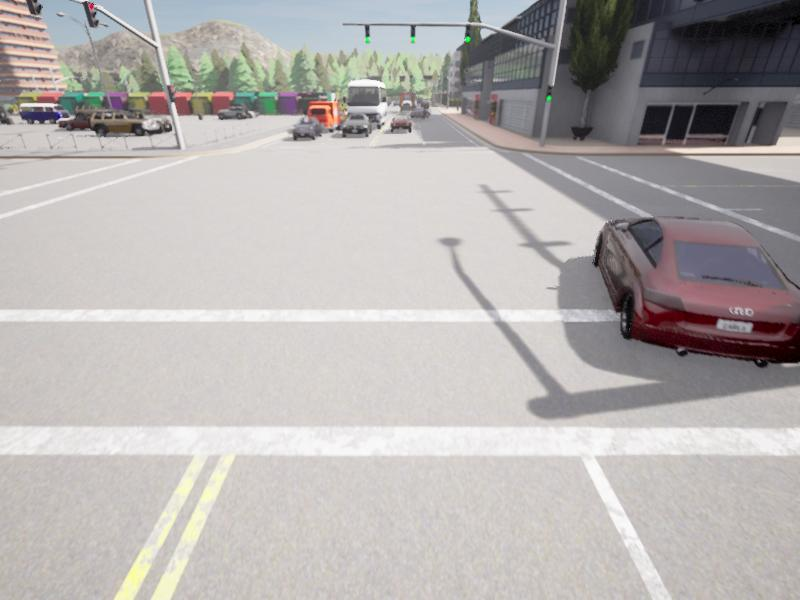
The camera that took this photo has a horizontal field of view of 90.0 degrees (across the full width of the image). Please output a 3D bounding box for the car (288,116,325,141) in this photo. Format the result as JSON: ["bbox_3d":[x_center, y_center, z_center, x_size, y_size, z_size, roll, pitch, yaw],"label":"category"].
[{"bbox_3d":[-7.017,-13.037,30.343,1.845,1.501,3.633,0,27,1],"label":"car"}]

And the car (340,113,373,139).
[{"bbox_3d":[-3.487,-14.390,32.860,2.152,1.651,5.027,0,27,0],"label":"car"}]

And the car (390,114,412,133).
[{"bbox_3d":[0.145,-16.433,37.181,1.895,1.301,4.718,1,27,1],"label":"car"}]

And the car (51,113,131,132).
[{"bbox_3d":[-27.713,-16.042,36.059,5.357,1.415,2.033,0,27,0],"label":"car"}]

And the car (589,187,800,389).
[{"bbox_3d":[4.424,-0.609,6.291,1.994,1.385,4.181,8,28,15],"label":"car"}]

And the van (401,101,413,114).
[{"bbox_3d":[1.209,-33.629,69.834,2.069,2.038,4.480,1,27,2],"label":"van"}]

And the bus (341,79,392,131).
[{"bbox_3d":[-3.104,-20.059,41.015,3.944,4.253,10.273,1,27,2],"label":"bus"}]

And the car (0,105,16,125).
[{"bbox_3d":[-45.121,-20.211,43.725,3.866,1.878,1.905,0,27,0],"label":"car"}]

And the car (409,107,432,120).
[{"bbox_3d":[2.872,-25.635,54.972,2.033,1.411,5.357,6,28,12],"label":"car"}]

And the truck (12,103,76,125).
[{"bbox_3d":[-38.741,-20.300,43.662,4.478,2.038,2.069,0,27,0],"label":"truck"}]

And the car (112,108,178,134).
[{"bbox_3d":[-21.282,-15.007,33.511,3.866,1.878,1.905,0,27,0],"label":"car"}]

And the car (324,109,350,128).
[{"bbox_3d":[-6.681,-19.568,42.996,1.801,1.575,5.366,1,27,2],"label":"car"}]

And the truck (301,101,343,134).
[{"bbox_3d":[-6.890,-16.561,36.171,2.627,2.467,5.204,1,27,1],"label":"truck"}]

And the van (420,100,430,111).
[{"bbox_3d":[5.154,-40.566,83.370,1.775,1.987,4.442,1,27,2],"label":"van"}]

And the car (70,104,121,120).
[{"bbox_3d":[-38.769,-23.972,51.015,4.605,1.855,1.932,0,27,0],"label":"car"}]

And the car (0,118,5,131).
[{"bbox_3d":[-38.739,-16.033,36.096,3.806,1.475,1.970,0,27,0],"label":"car"}]

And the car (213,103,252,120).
[{"bbox_3d":[-21.249,-23.976,50.965,3.866,1.878,1.905,0,27,0],"label":"car"}]

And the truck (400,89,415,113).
[{"bbox_3d":[1.494,-38.826,77.979,2.891,3.827,8.468,1,27,2],"label":"truck"}]

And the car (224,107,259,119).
[{"bbox_3d":[-21.227,-25.086,53.650,3.806,1.475,1.970,0,27,0],"label":"car"}]

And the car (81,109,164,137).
[{"bbox_3d":[-21.347,-13.686,30.936,4.605,1.855,1.932,0,27,0],"label":"car"}]

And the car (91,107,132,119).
[{"bbox_3d":[-38.694,-25.108,53.687,3.905,1.438,1.784,0,27,0],"label":"car"}]
